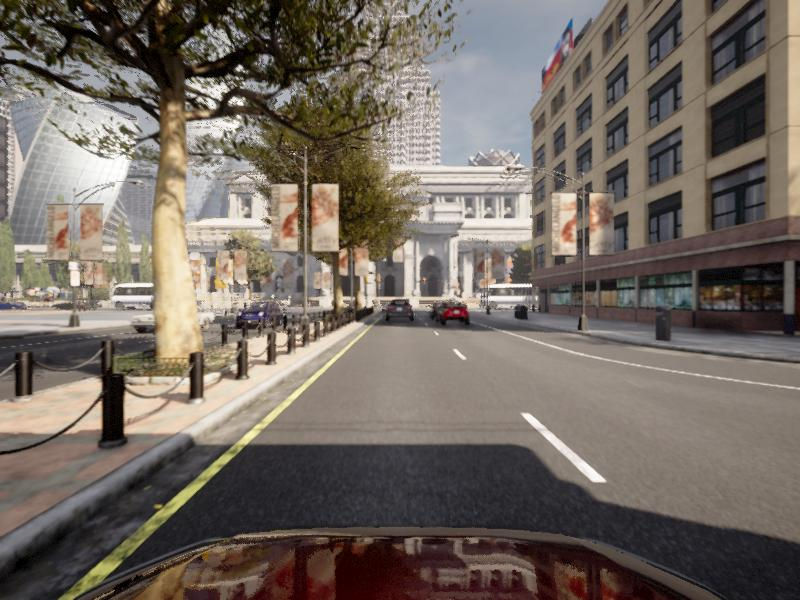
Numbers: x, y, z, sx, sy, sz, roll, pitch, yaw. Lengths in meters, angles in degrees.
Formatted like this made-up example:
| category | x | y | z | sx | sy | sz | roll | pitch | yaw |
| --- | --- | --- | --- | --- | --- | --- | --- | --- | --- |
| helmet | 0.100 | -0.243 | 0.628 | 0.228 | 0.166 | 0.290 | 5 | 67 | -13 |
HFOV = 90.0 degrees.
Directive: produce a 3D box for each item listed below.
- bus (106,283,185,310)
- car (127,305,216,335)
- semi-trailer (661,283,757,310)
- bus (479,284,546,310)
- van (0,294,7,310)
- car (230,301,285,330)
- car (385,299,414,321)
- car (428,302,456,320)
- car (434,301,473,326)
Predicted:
| category | x | y | z | sx | sy | sz | roll | pitch | yaw |
| --- | --- | --- | --- | --- | --- | --- | --- | --- | --- |
| bus | -40.728 | -0.535 | 64.322 | 10.273 | 4.253 | 3.944 | 0 | 0 | 0 |
| car | -11.513 | 0.945 | 20.612 | 1.895 | 1.301 | 4.718 | 0 | 0 | 0 |
| semi-trailer | 52.701 | -0.612 | 68.371 | 14.254 | 4.402 | 2.717 | 0 | 0 | 0 |
| bus | 18.822 | -0.531 | 67.655 | 10.273 | 4.253 | 3.944 | 0 | 0 | 0 |
| van | -66.987 | 0.304 | 63.786 | 5.915 | 2.561 | 1.988 | 0 | 0 | -25 |
| car | -8.015 | 0.828 | 22.898 | 1.845 | 1.501 | 3.633 | 0 | 0 | 0 |
| car | -0.025 | 0.758 | 32.927 | 2.242 | 1.667 | 4.611 | 0 | 0 | 0 |
| car | 3.432 | 0.872 | 33.424 | 1.812 | 1.442 | 4.674 | 0 | 0 | 0 |
| car | 3.482 | 0.829 | 26.775 | 2.007 | 1.525 | 4.514 | 0 | 0 | 0 |
